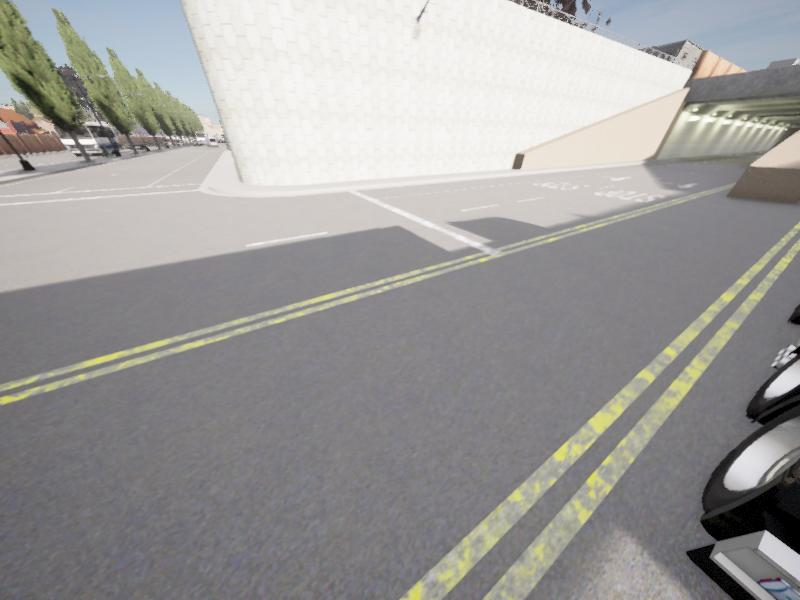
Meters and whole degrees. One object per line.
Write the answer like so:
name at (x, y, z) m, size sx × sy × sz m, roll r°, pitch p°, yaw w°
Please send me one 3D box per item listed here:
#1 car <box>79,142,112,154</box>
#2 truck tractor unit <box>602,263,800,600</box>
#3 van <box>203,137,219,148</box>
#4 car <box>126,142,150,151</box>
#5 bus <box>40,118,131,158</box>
car at (-54.442, -27.299, 41.430) m, size 1.882 × 1.535 × 5.008 m, roll -18°, pitch 39°, yaw -25°
truck tractor unit at (5.109, -0.303, 0.786) m, size 6.516 × 4.208 × 3.053 m, roll -18°, pitch 39°, yaw -24°
van at (-56.060, -46.885, 68.575) m, size 1.988 × 2.561 × 5.915 m, roll -29°, pitch 44°, yaw -35°
car at (-56.401, -33.101, 49.824) m, size 2.128 × 1.511 × 4.902 m, roll -18°, pitch 39°, yaw -25°
bus at (-45.763, -24.054, 34.464) m, size 3.944 × 4.253 × 10.273 m, roll -18°, pitch 39°, yaw -25°
